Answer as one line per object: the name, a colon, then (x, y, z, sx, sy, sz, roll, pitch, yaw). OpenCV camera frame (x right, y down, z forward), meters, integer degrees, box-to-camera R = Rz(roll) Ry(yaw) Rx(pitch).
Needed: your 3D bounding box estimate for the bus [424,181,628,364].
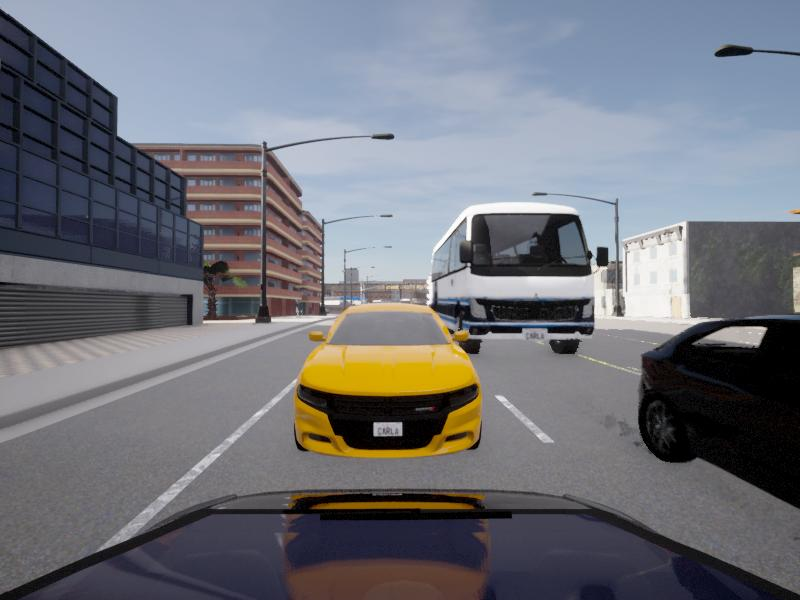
bus: (3.269, -0.648, 14.501, 3.944, 4.253, 10.273, 0, 0, -1)

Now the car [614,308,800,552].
car: (3.420, 0.846, 2.531, 1.816, 1.474, 4.193, 0, 0, -1)

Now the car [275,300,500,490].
car: (-0.158, 0.790, 5.854, 1.882, 1.535, 5.008, 0, 1, -1)

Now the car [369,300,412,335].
car: (-0.455, 0.724, 19.036, 1.812, 1.442, 4.674, 0, 0, -1)
